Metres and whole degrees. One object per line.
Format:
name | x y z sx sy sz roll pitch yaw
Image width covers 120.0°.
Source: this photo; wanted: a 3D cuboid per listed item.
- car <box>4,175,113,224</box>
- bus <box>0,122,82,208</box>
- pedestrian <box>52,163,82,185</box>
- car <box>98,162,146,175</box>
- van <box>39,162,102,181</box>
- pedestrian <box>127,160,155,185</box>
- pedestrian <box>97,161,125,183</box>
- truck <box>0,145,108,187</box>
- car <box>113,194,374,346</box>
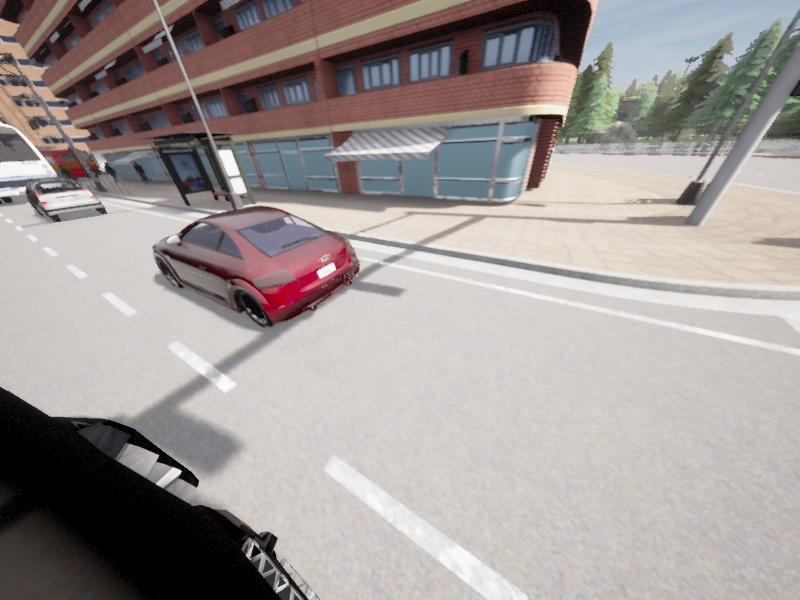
car | -16.040 -4.859 10.894 3.988 1.617 1.851 16 38 26
bus | -28.161 -9.342 16.091 10.273 4.253 3.944 16 38 26
pedestrian | -34.217 -12.953 23.751 0.751 1.860 0.751 8 35 16
car | -48.447 -23.027 40.343 2.033 1.649 4.856 16 38 26
van | -45.928 -18.034 32.362 1.775 1.987 4.442 17 38 26
pedestrian | -22.384 -11.016 19.996 0.751 1.860 0.751 16 38 26
pedestrian | -28.646 -12.656 22.900 0.751 1.860 0.751 12 36 20
truck | -42.970 -16.692 28.518 2.891 3.827 8.468 -6 34 -6
car | -2.839 -0.969 4.341 4.181 1.385 1.994 16 38 26
